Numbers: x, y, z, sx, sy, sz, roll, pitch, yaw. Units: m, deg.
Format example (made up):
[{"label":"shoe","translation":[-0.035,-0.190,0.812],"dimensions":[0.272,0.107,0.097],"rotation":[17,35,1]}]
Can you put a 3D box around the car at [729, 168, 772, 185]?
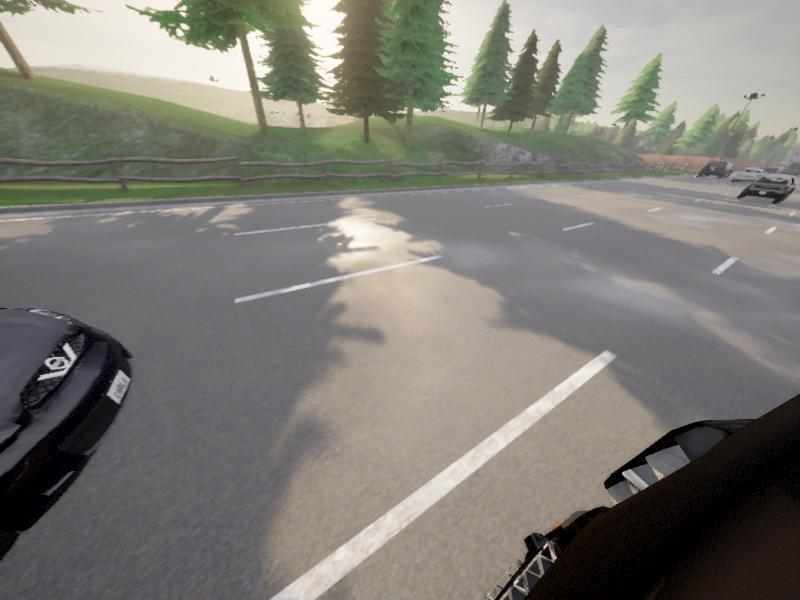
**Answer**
[{"label":"car","translation":[41.845,-14.810,27.556],"dimensions":[3.806,1.475,1.970],"rotation":[-16,39,-26]}]

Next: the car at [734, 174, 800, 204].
[{"label":"car","translation":[25.313,-7.665,15.768],"dimensions":[4.193,1.474,1.816],"rotation":[-16,39,-26]}]

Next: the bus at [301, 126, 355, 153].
[{"label":"bus","translation":[-15.471,-34.884,50.503],"dimensions":[10.273,4.253,3.944],"rotation":[-17,39,-27]}]

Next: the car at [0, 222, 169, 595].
[{"label":"car","translation":[-3.833,0.898,0.898],"dimensions":[3.633,1.501,1.845],"rotation":[-16,39,-26]}]

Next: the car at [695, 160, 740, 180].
[{"label":"car","translation":[43.253,-17.731,31.468],"dimensions":[5.566,2.045,2.150],"rotation":[-17,39,-26]}]

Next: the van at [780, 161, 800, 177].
[{"label":"van","translation":[82.049,-27.234,47.917],"dimensions":[5.915,2.561,1.988],"rotation":[-17,39,-26]}]
